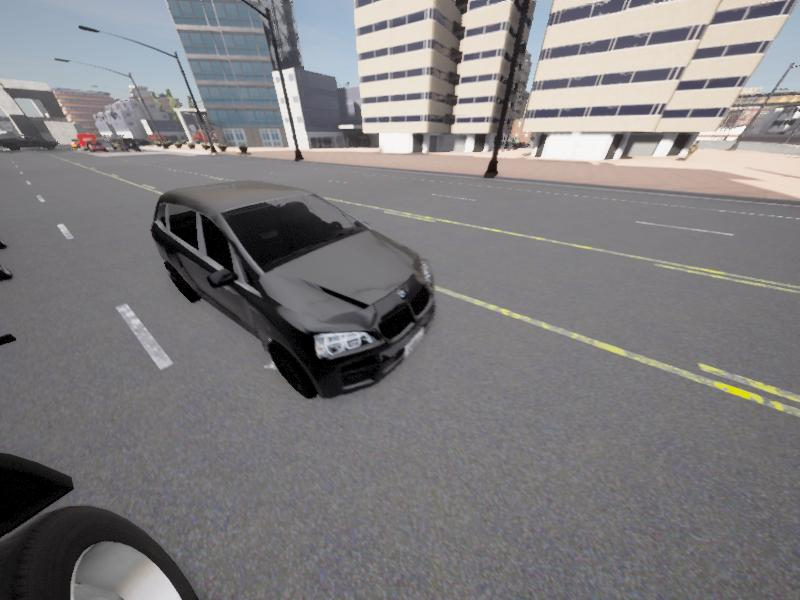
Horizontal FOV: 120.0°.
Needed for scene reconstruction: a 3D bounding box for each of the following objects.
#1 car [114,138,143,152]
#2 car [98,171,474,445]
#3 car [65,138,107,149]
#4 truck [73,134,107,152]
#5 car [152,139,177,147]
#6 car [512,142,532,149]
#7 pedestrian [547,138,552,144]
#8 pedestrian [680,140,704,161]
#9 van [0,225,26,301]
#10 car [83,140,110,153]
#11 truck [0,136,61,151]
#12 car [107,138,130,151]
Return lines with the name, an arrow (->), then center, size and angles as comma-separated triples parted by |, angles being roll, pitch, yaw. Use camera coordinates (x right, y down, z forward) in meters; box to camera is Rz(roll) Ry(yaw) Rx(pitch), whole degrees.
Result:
car -> -45.340, -25.841, 38.524 | 3.866, 1.878, 1.905 | 23, 41, 28
car -> -1.702, -0.684, 3.400 | 4.611, 1.667, 2.242 | 22, 41, 28
car -> -66.197, -33.121, 48.828 | 2.097, 1.767, 4.553 | 10, 37, 14
truck -> -55.533, -28.199, 41.351 | 5.204, 2.467, 2.627 | 28, 44, 32
car -> -63.102, -42.220, 61.983 | 2.152, 1.651, 5.027 | -4, 36, -6
car -> 33.365, -42.382, 63.257 | 4.193, 1.474, 1.816 | 20, 40, 27
pedestrian -> 51.731, -55.093, 79.983 | 0.751, 1.860, 0.751 | 18, 39, 24
pedestrian -> 30.750, -15.738, 24.342 | 0.751, 1.860, 0.751 | -25, 43, -31
van -> -8.879, -1.239, 3.906 | 4.442, 1.987, 1.775 | 22, 41, 28
car -> -49.015, -24.724, 37.260 | 3.988, 1.617, 1.851 | 25, 42, 31
truck -> -67.063, -28.274, 41.753 | 2.390, 2.098, 6.274 | 27, 43, 32
car -> -52.687, -29.197, 43.245 | 4.605, 1.855, 1.932 | 27, 44, 33
